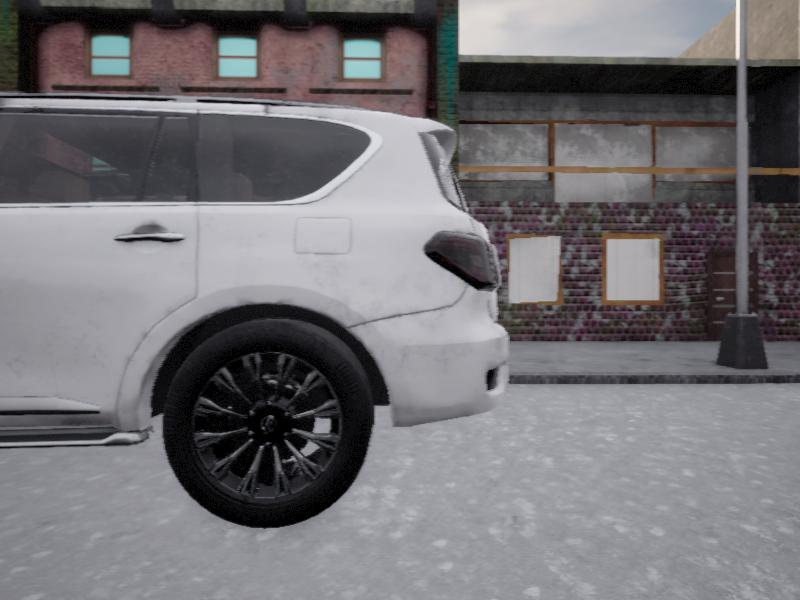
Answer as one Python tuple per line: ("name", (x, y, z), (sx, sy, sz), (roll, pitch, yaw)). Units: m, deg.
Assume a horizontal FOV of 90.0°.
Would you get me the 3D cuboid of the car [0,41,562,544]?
("car", (-2.133, -0.033, 2.681), (5.566, 2.045, 2.150), (0, 0, -3))
